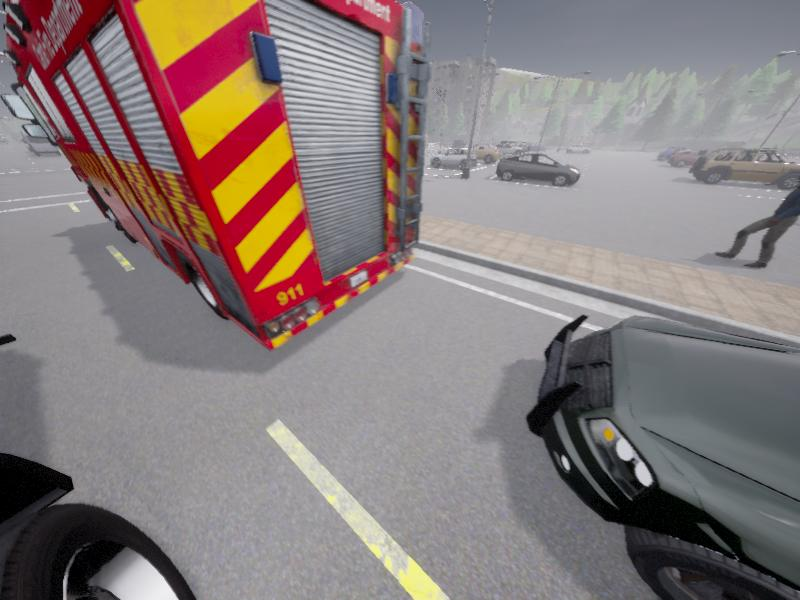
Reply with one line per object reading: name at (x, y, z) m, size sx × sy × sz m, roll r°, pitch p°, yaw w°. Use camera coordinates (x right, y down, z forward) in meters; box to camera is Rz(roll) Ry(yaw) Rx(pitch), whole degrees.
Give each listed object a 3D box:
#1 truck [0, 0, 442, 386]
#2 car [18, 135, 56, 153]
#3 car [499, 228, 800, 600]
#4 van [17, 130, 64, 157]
truck at (-3.836, -2.742, 4.408) m, size 8.468 × 3.827 × 2.891 m, roll 23°, pitch 41°, yaw 28°
car at (-53.727, -23.134, 34.160) m, size 5.566 × 2.045 × 2.150 m, roll 24°, pitch 41°, yaw 29°
car at (3.379, 1.255, 0.832) m, size 4.974 × 1.542 × 2.038 m, roll 23°, pitch 41°, yaw 28°
van at (-45.161, -19.698, 28.982) m, size 5.915 × 2.561 × 1.988 m, roll 23°, pitch 41°, yaw 28°
